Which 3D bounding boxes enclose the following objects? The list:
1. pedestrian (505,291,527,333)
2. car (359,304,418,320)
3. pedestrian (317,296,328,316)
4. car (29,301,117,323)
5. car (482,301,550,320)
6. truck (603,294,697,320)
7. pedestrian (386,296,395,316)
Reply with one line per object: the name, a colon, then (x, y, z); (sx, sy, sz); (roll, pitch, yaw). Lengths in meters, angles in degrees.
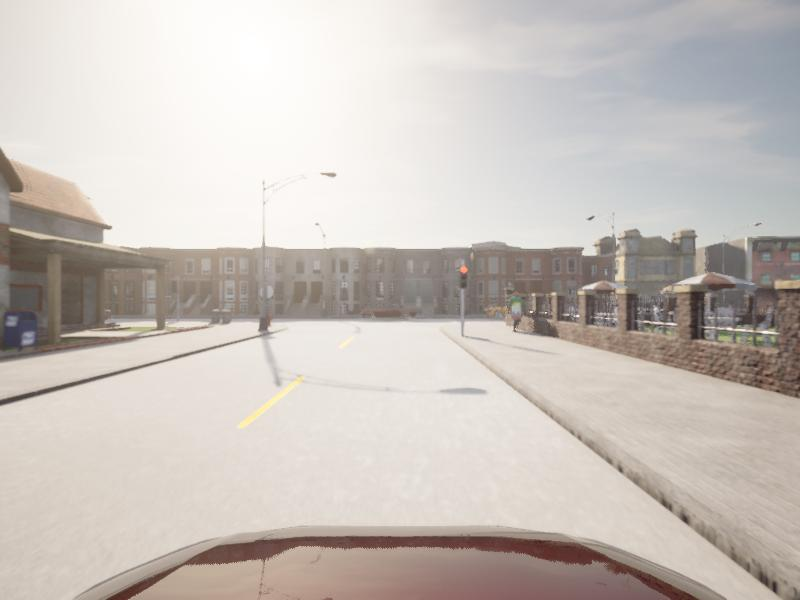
pedestrian: (5.244, 0.532, 18.080); (0.751, 1.860, 0.751); (0, 0, -4)
car: (-0.911, 0.958, 33.101); (4.718, 1.301, 1.895); (0, 0, 0)
pedestrian: (-7.126, 0.548, 36.672); (0.751, 1.860, 0.751); (0, 0, 8)
car: (-23.663, 0.857, 29.093); (4.892, 1.490, 1.837); (0, 0, 0)
car: (9.520, 0.837, 33.111); (5.008, 1.535, 1.882); (0, 0, 0)
truck: (20.545, 0.556, 33.126); (6.274, 2.098, 2.390); (0, 0, 0)
pedestrian: (-0.890, 0.549, 38.384); (0.751, 1.860, 0.751); (0, 0, 10)
